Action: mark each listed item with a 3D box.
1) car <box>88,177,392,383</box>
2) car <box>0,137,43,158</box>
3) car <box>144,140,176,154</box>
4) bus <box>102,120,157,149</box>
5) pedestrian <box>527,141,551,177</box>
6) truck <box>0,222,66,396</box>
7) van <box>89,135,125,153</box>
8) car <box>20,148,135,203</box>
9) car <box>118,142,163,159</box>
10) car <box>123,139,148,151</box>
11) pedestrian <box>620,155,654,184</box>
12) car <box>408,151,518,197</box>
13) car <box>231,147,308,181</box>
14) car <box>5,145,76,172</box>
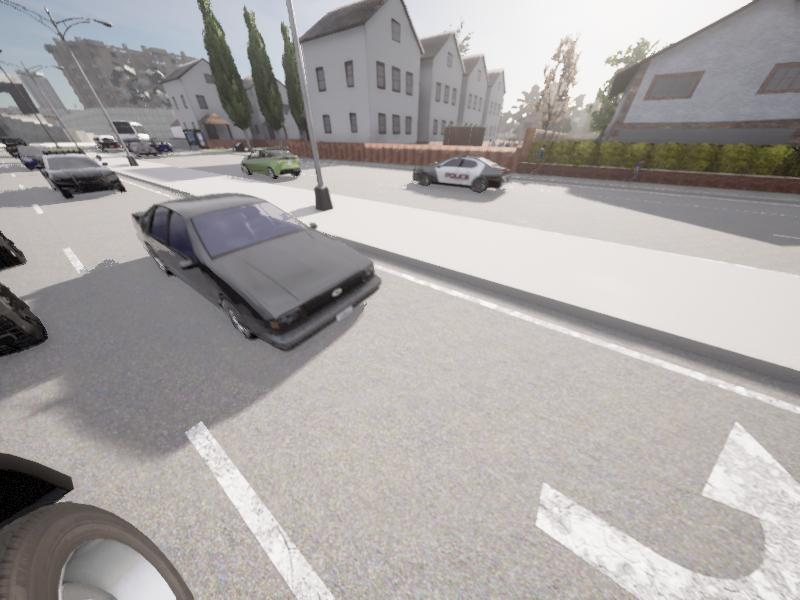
[{"bbox_3d":[-2.919,-1.025,4.069,5.357,1.411,2.033,22,41,27],"label":"car"},{"bbox_3d":[-42.576,-17.091,25.845,3.866,1.878,1.905,22,40,27],"label":"car"},{"bbox_3d":[-33.632,-21.422,32.368,3.633,1.501,1.845,22,41,27],"label":"car"},{"bbox_3d":[-54.284,-33.527,46.854,3.944,4.253,10.273,-21,40,-25],"label":"bus"},{"bbox_3d":[8.842,-8.962,14.685,0.751,1.860,0.751,18,39,22],"label":"pedestrian"},{"bbox_3d":[-7.113,-0.509,2.724,6.274,2.098,2.390,21,40,28],"label":"truck"},{"bbox_3d":[-43.568,-23.243,34.381,4.480,2.038,2.069,23,41,28],"label":"van"},{"bbox_3d":[-14.634,-5.805,10.463,5.238,1.638,1.930,22,41,27],"label":"car"},{"bbox_3d":[-30.850,-17.818,27.432,5.357,1.411,2.033,22,41,27],"label":"car"},{"bbox_3d":[-43.906,-25.757,38.361,3.633,1.501,1.845,25,42,31],"label":"car"},{"bbox_3d":[12.902,-7.141,12.647,0.751,1.300,0.751,22,41,27],"label":"pedestrian"},{"bbox_3d":[3.057,-6.723,12.055,4.974,1.542,2.038,22,41,27],"label":"car"},{"bbox_3d":[-8.432,-8.879,14.966,4.514,1.525,2.007,22,41,27],"label":"car"},{"bbox_3d":[-27.297,-10.820,17.529,4.792,1.488,2.163,22,41,27],"label":"car"}]
